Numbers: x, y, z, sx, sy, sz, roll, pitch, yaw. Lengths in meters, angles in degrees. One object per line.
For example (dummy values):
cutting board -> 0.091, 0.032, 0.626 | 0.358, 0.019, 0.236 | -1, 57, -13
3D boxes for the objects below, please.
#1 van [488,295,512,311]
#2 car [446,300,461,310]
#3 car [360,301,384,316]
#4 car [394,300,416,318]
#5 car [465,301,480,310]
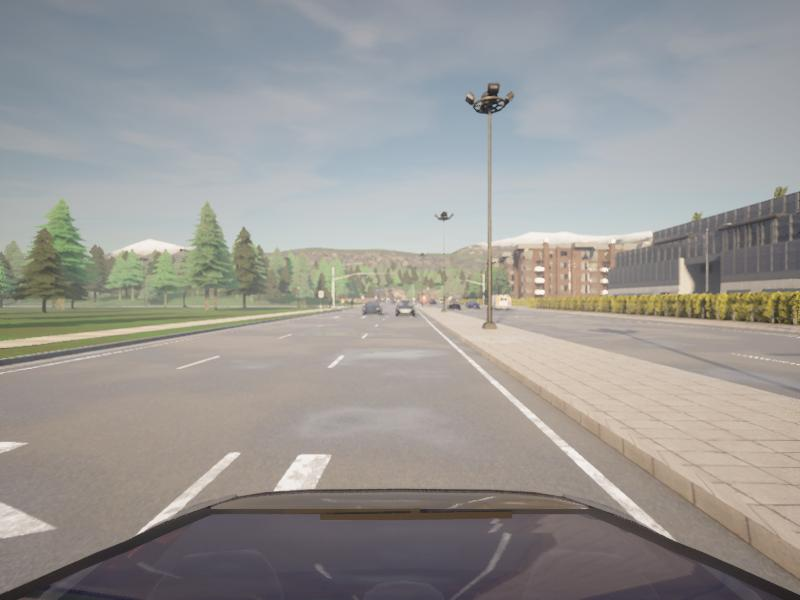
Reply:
van -> 15.993, 0.405, 64.409 | 2.351, 2.431, 6.366 | 0, 0, 1
car -> 9.046, 0.852, 68.327 | 2.038, 1.542, 4.974 | 0, 0, 1
car -> -2.905, 0.844, 42.462 | 2.038, 1.542, 4.974 | 0, 0, 1
car -> 0.537, 0.794, 39.219 | 2.033, 1.649, 4.856 | 0, 0, 1
car -> 12.566, 0.899, 69.232 | 1.812, 1.442, 4.674 | 0, 0, 1
